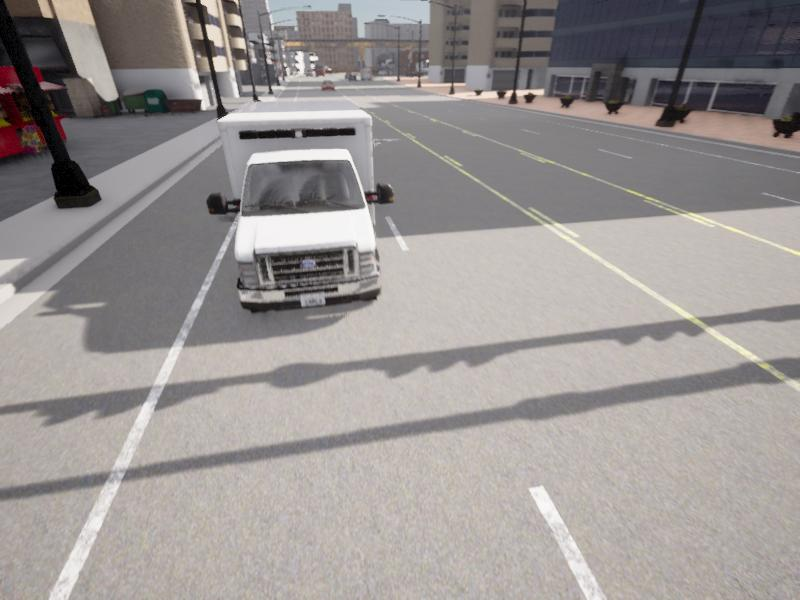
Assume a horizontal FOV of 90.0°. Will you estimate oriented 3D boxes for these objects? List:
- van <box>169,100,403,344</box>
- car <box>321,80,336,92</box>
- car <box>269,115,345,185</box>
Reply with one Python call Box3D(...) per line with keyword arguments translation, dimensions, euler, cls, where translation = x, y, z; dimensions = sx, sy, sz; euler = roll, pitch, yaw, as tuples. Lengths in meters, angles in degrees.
Box3D(translation=(-1.739, -2.154, 7.454), dimensions=(2.351, 2.431, 6.366), euler=(-6, 30, -9), cls="van")
Box3D(translation=(-12.579, -37.500, 69.997), dimensions=(2.242, 1.667, 4.611), euler=(-6, 32, -10), cls="car")
Box3D(translation=(-3.283, -5.555, 14.353), dimensions=(2.128, 1.511, 4.902), euler=(-6, 30, -10), cls="car")
